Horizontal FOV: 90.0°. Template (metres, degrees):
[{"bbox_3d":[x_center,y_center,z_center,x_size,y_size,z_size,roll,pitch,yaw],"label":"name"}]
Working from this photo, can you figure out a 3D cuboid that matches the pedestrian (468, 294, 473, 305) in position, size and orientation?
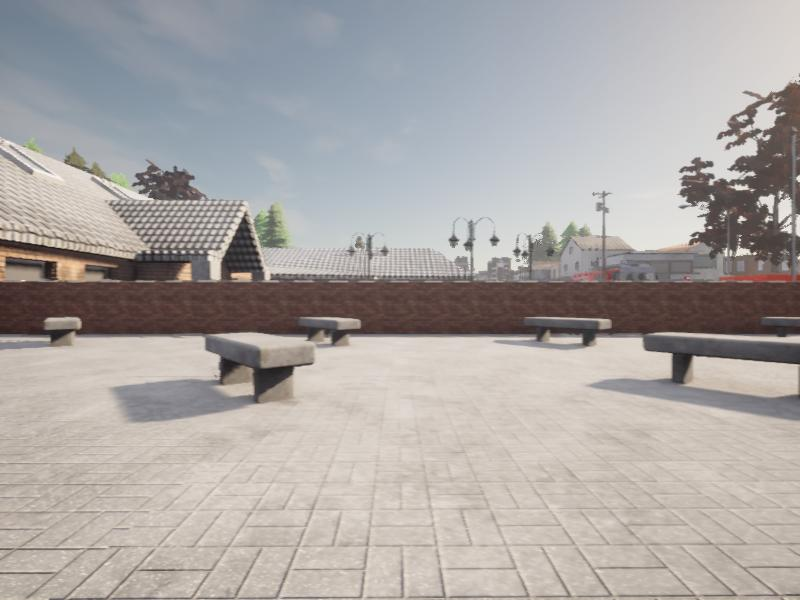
[{"bbox_3d":[12.308,-0.067,69.743,0.751,1.860,0.751,0,0,9],"label":"pedestrian"}]

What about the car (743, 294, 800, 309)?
[{"bbox_3d":[41.097,0.177,44.182,4.856,1.649,2.033,0,0,-2],"label":"car"}]

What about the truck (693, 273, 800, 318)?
[{"bbox_3d":[21.280,-0.244,24.670,2.627,2.467,5.204,0,0,-1],"label":"truck"}]

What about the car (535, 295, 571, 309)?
[{"bbox_3d":[17.133,0.235,45.070,2.128,1.511,4.902,0,0,0],"label":"car"}]

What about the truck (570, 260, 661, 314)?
[{"bbox_3d":[17.213,-0.921,32.876,2.891,3.827,8.468,0,0,0],"label":"truck"}]

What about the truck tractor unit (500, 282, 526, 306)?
[{"bbox_3d":[20.919,-1.122,74.506,3.053,4.208,6.516,0,0,0],"label":"truck tractor unit"}]

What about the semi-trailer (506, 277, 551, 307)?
[{"bbox_3d":[20.991,-1.218,66.593,2.717,4.402,14.254,0,0,-1],"label":"semi-trailer"}]
